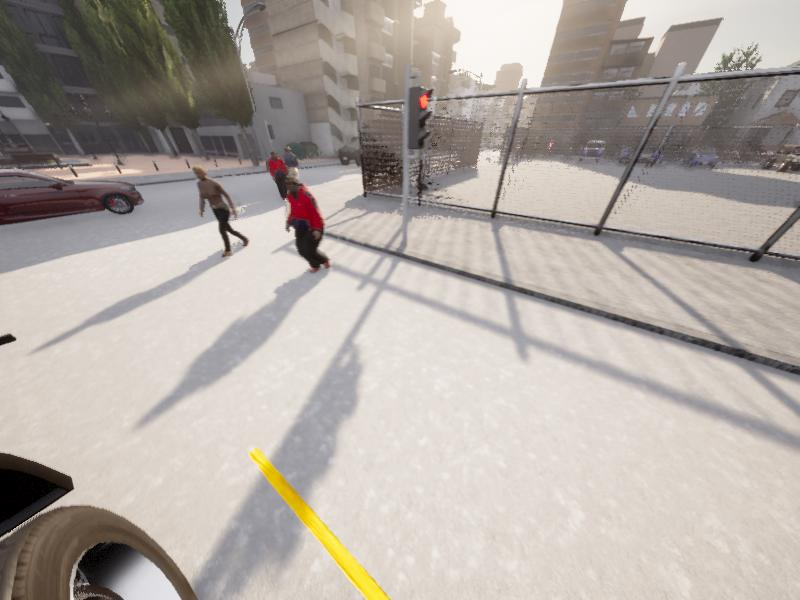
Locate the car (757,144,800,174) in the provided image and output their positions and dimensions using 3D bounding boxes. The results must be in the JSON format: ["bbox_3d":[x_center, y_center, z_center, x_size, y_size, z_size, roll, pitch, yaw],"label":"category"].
[{"bbox_3d":[32.283,-11.518,18.800,1.905,1.878,3.866,22,40,27],"label":"car"}]

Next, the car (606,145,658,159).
[{"bbox_3d":[33.252,-21.439,33.310,4.902,1.511,2.128,21,40,26],"label":"car"}]

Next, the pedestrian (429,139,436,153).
[{"bbox_3d":[5.393,-25.294,37.986,0.751,1.860,0.751,18,39,23],"label":"pedestrian"}]

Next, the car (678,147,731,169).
[{"bbox_3d":[28.579,-13.500,21.871,1.845,1.501,3.633,22,40,27],"label":"car"}]

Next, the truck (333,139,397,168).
[{"bbox_3d":[-3.083,-14.235,22.242,2.390,2.098,6.274,21,40,27],"label":"truck"}]

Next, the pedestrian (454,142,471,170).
[{"bbox_3d":[4.948,-11.487,18.405,0.751,1.860,0.751,23,41,29],"label":"pedestrian"}]

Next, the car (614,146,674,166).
[{"bbox_3d":[24.579,-14.701,23.518,3.705,1.547,1.789,22,40,27],"label":"car"}]

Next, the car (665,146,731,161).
[{"bbox_3d":[38.735,-19.210,30.216,4.892,1.490,1.837,21,40,27],"label":"car"}]

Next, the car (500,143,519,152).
[{"bbox_3d":[22.397,-31.255,47.227,2.033,1.411,5.357,22,40,27],"label":"car"}]

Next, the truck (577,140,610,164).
[{"bbox_3d":[21.305,-16.427,25.518,2.069,2.038,4.478,22,40,27],"label":"truck"}]

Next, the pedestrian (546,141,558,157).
[{"bbox_3d":[20.653,-20.503,31.340,0.751,1.860,0.751,15,38,20],"label":"pedestrian"}]

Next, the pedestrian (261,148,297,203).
[{"bbox_3d":[-4.809,-4.971,9.255,0.751,1.860,0.751,-17,39,-23],"label":"pedestrian"}]

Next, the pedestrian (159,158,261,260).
[{"bbox_3d":[-3.844,-1.884,4.887,0.751,1.860,0.751,6,36,8],"label":"pedestrian"}]

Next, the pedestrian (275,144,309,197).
[{"bbox_3d":[-4.524,-5.462,9.759,0.751,1.860,0.751,-20,40,-26],"label":"pedestrian"}]

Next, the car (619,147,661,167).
[{"bbox_3d":[24.482,-14.793,23.772,2.033,1.415,5.357,22,40,27],"label":"car"}]

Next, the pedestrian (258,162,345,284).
[{"bbox_3d":[-1.649,-1.348,4.148,0.751,1.860,0.751,18,39,23],"label":"pedestrian"}]

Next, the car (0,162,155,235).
[{"bbox_3d":[-11.109,-3.101,6.948,1.812,1.442,4.674,22,40,27],"label":"car"}]
